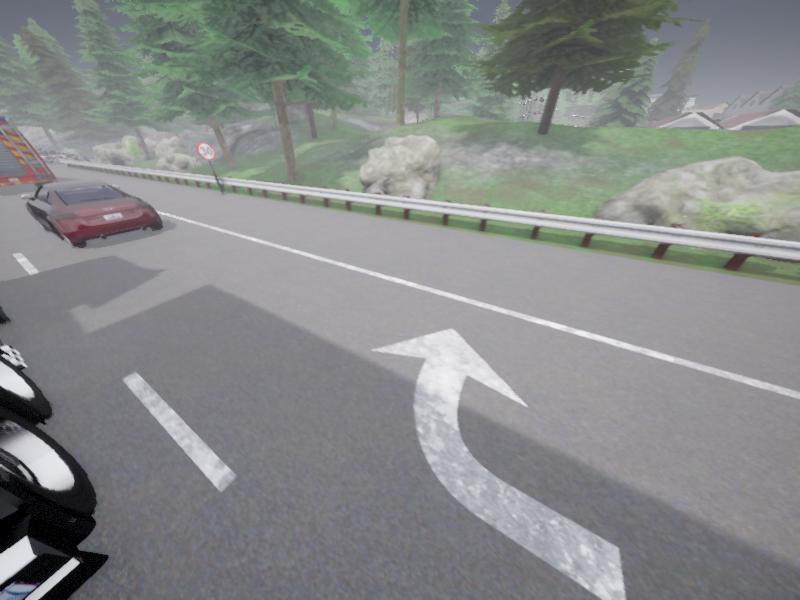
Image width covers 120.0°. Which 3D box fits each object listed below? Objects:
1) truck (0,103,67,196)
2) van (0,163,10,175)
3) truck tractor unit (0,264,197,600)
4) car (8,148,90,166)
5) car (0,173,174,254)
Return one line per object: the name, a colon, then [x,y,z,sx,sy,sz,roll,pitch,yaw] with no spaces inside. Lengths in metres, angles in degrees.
truck: [-23.875,-8.535,13.123,8.468,3.827,2.891,18,39,24]
van: [-35.520,-11.579,19.158,4.480,2.038,2.069,18,39,24]
truck tractor unit: [-5.114,-0.298,0.780,6.516,4.208,3.053,18,39,24]
car: [-42.096,-17.365,27.974,2.038,1.542,4.974,10,36,14]
car: [-9.284,-2.787,6.890,4.181,1.385,1.994,18,39,24]
